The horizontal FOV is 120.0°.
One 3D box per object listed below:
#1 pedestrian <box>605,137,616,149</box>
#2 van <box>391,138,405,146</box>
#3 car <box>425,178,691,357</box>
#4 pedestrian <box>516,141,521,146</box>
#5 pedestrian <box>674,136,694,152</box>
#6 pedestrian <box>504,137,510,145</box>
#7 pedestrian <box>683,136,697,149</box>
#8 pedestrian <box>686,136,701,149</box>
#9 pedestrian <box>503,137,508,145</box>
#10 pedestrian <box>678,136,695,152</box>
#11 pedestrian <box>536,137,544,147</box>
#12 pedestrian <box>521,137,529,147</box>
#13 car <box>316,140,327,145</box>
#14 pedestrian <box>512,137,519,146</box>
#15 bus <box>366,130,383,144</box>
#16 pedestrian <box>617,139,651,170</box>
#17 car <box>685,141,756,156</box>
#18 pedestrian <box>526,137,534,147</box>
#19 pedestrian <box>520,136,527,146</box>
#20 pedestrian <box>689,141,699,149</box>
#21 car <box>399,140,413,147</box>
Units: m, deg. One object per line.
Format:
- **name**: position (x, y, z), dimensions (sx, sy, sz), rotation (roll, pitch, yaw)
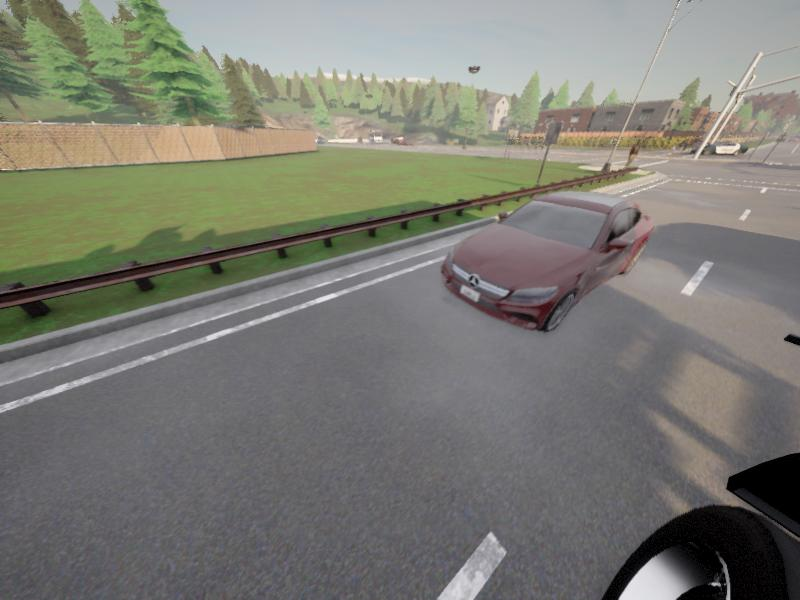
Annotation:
- **pedestrian**: position (39.151, -29.256, 42.965), dimensions (0.751, 1.860, 0.751), rotation (-22, 41, -28)
- **van**: position (-0.589, -49.706, 72.466), dimensions (2.069, 2.038, 4.480), rotation (-22, 40, -27)
- **car**: position (2.882, -1.082, 4.150), dimensions (4.674, 1.442, 1.812), rotation (-22, 41, -28)
- **pedestrian**: position (28.487, -37.530, 55.442), dimensions (0.500, 1.100, 0.500), rotation (-13, 37, -17)
- **pedestrian**: position (40.474, -22.215, 32.950), dimensions (0.751, 1.860, 0.751), rotation (-3, 35, -4)
- **pedestrian**: position (29.883, -44.350, 64.418), dimensions (0.751, 1.860, 0.751), rotation (-24, 41, -29)
- **pedestrian**: position (51.591, -28.002, 41.061), dimensions (0.751, 1.860, 0.751), rotation (-28, 43, -33)
- **pedestrian**: position (52.685, -28.320, 41.499), dimensions (0.751, 1.860, 0.751), rotation (-14, 37, -19)
- **pedestrian**: position (29.280, -44.099, 64.070), dimensions (0.751, 1.860, 0.751), rotation (-28, 44, -33)
- **pedestrian**: position (41.820, -22.773, 33.712), dimensions (0.751, 1.860, 0.751), rotation (-22, 41, -28)
- **pedestrian**: position (31.458, -35.548, 51.949), dimensions (0.751, 1.860, 0.751), rotation (-23, 41, -28)
- **pedestrian**: position (29.462, -37.294, 54.439), dimensions (0.751, 1.860, 0.751), rotation (-25, 42, -30)
- **car**: position (-29.615, -59.421, 87.005), dimensions (4.193, 1.474, 1.816), rotation (28, 44, 34)
- **pedestrian**: position (27.931, -38.363, 55.968), dimensions (0.751, 1.860, 0.751), rotation (-9, 36, -12)
- **bus**: position (-10.122, -64.272, 91.260), dimensions (3.944, 4.253, 10.273), rotation (-12, 37, -16)
- **pedestrian**: position (16.576, -10.334, 16.430), dimensions (0.751, 1.860, 0.751), rotation (-1, 35, 0)
- **car**: position (41.098, -19.565, 29.825), dimensions (4.974, 1.542, 2.038), rotation (7, 36, 10)
- **pedestrian**: position (30.112, -36.659, 53.534), dimensions (0.751, 1.860, 0.751), rotation (30, 45, 35)
- **pedestrian**: position (29.047, -37.431, 54.408), dimensions (0.751, 1.860, 0.751), rotation (-22, 40, -27)
- **pedestrian**: position (52.578, -27.708, 41.293), dimensions (0.500, 1.100, 0.500), rotation (-16, 38, -20)
- **car**: position (1.600, -44.021, 64.981), dimensions (1.994, 1.385, 4.181), rotation (-22, 40, -27)
